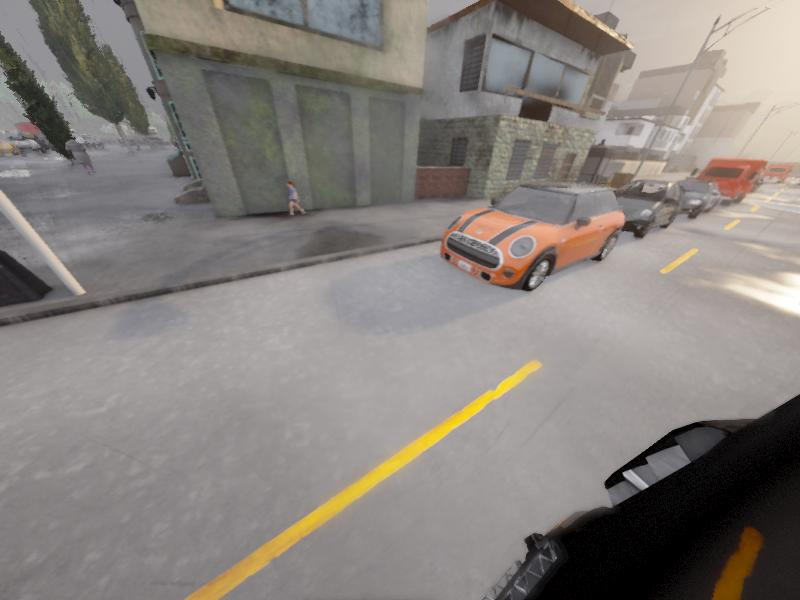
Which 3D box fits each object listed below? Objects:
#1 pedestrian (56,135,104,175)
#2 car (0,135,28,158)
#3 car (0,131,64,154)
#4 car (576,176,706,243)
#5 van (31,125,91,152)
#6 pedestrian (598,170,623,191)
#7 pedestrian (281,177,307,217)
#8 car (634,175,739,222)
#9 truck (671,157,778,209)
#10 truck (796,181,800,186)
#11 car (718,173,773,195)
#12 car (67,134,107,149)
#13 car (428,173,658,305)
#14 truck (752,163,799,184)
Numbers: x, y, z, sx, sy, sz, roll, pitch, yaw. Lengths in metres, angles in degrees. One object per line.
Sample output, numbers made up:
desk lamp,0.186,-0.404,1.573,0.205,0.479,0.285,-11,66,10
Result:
pedestrian,-18.025,-8.174,13.074,0.751,1.860,0.751,-20,40,-30
car,-35.821,-13.310,19.957,1.801,1.575,5.366,-18,39,-28
car,-40.060,-17.246,25.317,1.932,1.855,4.605,-18,39,-28
car,8.710,-3.455,8.394,3.988,1.617,1.851,-18,39,-28
van,-44.108,-21.164,30.334,1.988,2.561,5.915,-18,39,-28
pedestrian,15.914,-9.064,17.459,0.751,1.300,0.751,-19,39,-29
pedestrian,-3.476,-3.402,7.624,0.500,1.100,0.500,-18,39,-28
car,14.388,-5.233,11.578,4.974,1.542,2.038,-18,39,-28
truck,20.896,-7.694,14.931,5.204,2.467,2.627,-18,39,-28
truck,61.302,-18.506,33.086,8.468,3.827,2.891,-18,39,-28
car,32.647,-10.998,21.789,5.357,1.411,2.033,-18,39,-28
car,-48.067,-24.399,35.604,2.097,1.767,4.553,-18,38,-28
car,3.179,-1.767,5.255,4.553,1.767,2.097,-18,39,-28
truck,56.927,-19.178,35.004,5.204,2.467,2.627,-18,39,-28
